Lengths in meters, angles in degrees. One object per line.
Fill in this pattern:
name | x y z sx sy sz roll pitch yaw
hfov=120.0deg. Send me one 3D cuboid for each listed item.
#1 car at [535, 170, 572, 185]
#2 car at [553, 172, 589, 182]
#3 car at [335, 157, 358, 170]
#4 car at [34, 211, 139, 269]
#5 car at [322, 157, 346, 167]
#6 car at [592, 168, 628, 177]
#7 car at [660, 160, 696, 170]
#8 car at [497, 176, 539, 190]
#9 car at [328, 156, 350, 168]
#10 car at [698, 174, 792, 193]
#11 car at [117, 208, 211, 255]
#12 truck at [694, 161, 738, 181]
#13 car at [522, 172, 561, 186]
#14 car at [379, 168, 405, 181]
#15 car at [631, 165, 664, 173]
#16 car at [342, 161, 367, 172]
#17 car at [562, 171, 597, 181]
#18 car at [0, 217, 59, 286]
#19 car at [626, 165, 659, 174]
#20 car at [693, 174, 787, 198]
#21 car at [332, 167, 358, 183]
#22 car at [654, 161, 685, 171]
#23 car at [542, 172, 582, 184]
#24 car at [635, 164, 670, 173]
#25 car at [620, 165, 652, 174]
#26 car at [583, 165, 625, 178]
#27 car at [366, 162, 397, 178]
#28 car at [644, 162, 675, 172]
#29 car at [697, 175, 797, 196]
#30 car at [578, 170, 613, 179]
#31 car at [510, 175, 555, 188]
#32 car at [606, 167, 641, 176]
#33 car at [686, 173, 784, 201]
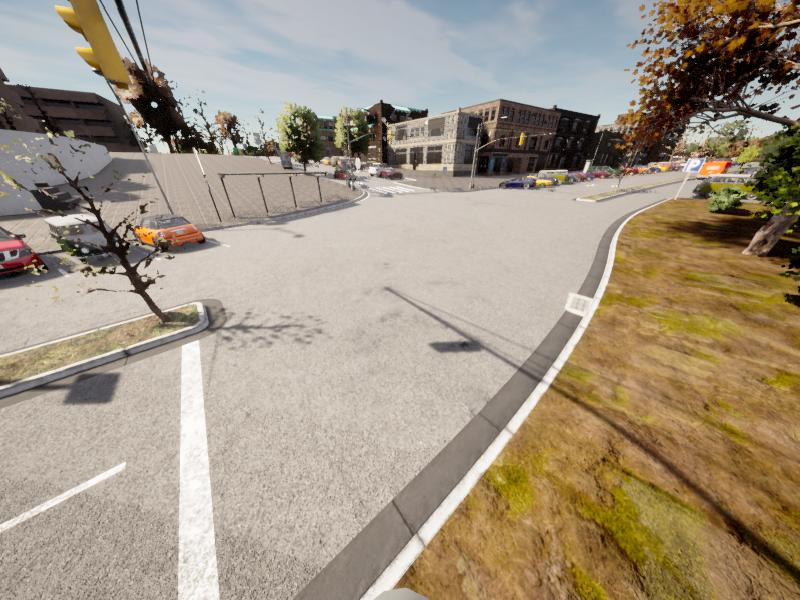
car | 24.186 -19.390 36.497 4.442 1.987 1.878 19 36 31
car | 29.144 -21.005 39.471 4.674 1.452 2.002 19 37 32
car | -10.866 -27.919 47.185 1.878 1.987 4.442 21 37 23
car | -16.054 -3.211 11.856 4.442 1.987 1.878 15 34 27
car | -14.577 -30.665 51.280 1.946 1.575 5.366 21 37 23
car | 41.921 -25.455 46.197 5.008 1.535 2.097 20 37 33
car | 73.317 -35.569 61.045 5.566 2.045 2.435 22 38 36
car | 16.543 -16.502 32.563 4.792 1.488 2.163 18 36 31
car | -12.791 -29.317 49.059 1.878 1.987 4.442 21 37 23
car | 37.900 -13.039 25.682 5.366 1.575 1.946 21 38 31
car | -13.789 -4.164 13.541 4.553 1.767 2.185 15 35 27
truck | 50.012 -20.482 36.587 5.204 2.467 2.627 -18 35 -26
car | 21.562 -18.424 35.211 4.553 1.767 2.185 19 36 31
car | -1.231 -20.775 38.067 2.002 1.452 4.674 21 37 23
car | 57.558 -30.497 53.847 5.008 1.535 2.097 22 37 35
car | -8.914 -26.385 45.522 2.231 1.521 4.892 21 37 23
car | 31.680 -21.906 40.851 4.674 1.452 2.002 19 36 32
car | -18.453 -2.226 10.271 5.566 2.045 2.435 15 34 27
car | 54.944 -29.664 52.587 4.892 1.521 2.231 22 38 35
car | 33.092 -11.306 22.797 4.553 1.767 2.185 20 37 31
car | -7.905 -18.005 33.181 1.851 1.617 3.988 -23 42 -34
car | 68.170 -33.897 58.556 4.442 1.987 1.878 22 38 35
car | 26.611 -20.140 38.075 4.892 1.521 2.231 19 36 32
car | 60.044 -31.365 55.174 5.366 1.575 1.946 22 38 35
car | 52.328 -28.939 51.258 4.553 1.767 2.185 21 38 34
car | 39.365 -24.796 44.732 5.566 2.045 2.435 20 37 33
car | -3.124 -22.424 39.795 2.435 2.045 5.566 21 37 23
car | 62.903 -32.281 56.119 4.442 1.987 1.878 22 38 35
car | 35.730 -12.037 24.127 5.366 1.575 1.946 21 37 31
car | 36.781 -23.674 43.552 4.674 1.452 2.002 20 37 33
car | 19.246 -17.332 33.735 5.366 1.575 1.946 18 36 31
car | 47.102 -27.159 48.787 5.008 1.535 2.097 21 38 34
car | 30.571 -10.506 21.390 4.442 1.987 1.878 20 38 31
